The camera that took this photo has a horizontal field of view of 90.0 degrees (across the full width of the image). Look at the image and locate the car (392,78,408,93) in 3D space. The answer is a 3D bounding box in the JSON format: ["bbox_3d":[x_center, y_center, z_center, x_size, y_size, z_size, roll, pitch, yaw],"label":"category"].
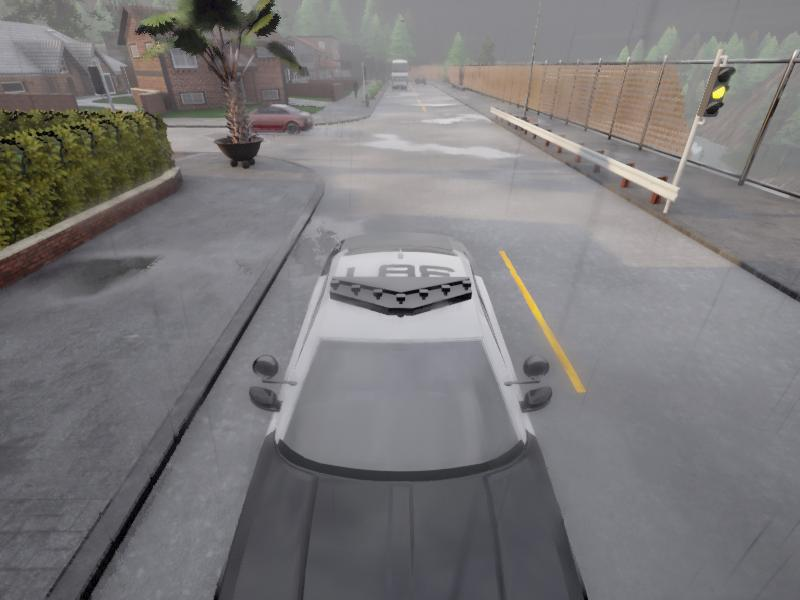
[{"bbox_3d":[-0.016,-30.002,55.827,2.152,1.651,5.027,0,30,0],"label":"car"}]

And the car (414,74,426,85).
[{"bbox_3d":[3.973,-43.226,78.321,2.097,1.767,4.553,0,30,0],"label":"car"}]

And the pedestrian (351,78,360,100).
[{"bbox_3d":[-4.410,-21.097,40.033,0.751,1.860,0.751,-2,30,-3],"label":"pedestrian"}]

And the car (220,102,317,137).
[{"bbox_3d":[-6.686,-9.382,20.741,4.181,1.385,1.994,2,30,3],"label":"car"}]

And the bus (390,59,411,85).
[{"bbox_3d":[0.093,-45.500,79.759,3.944,4.253,10.273,0,31,0],"label":"bus"}]

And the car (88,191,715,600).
[{"bbox_3d":[0.006,0.626,3.353,1.930,1.638,5.238,0,31,0],"label":"car"}]
